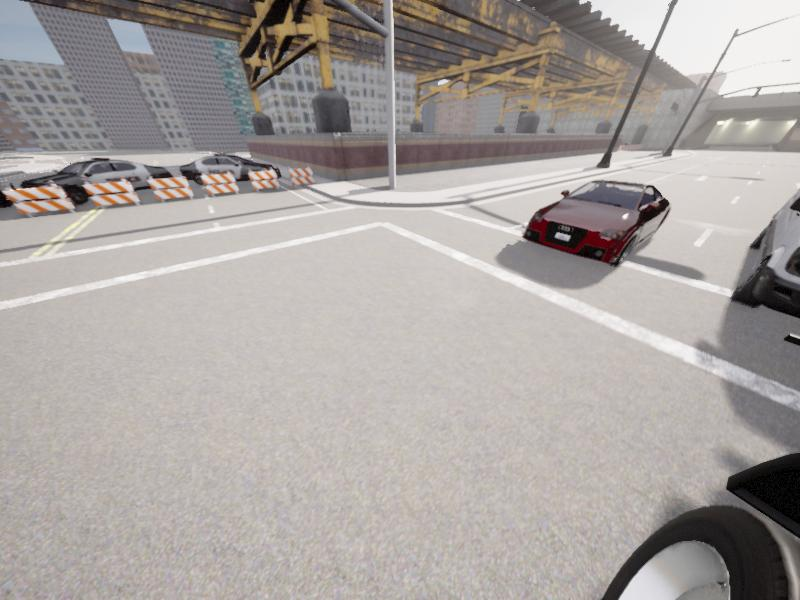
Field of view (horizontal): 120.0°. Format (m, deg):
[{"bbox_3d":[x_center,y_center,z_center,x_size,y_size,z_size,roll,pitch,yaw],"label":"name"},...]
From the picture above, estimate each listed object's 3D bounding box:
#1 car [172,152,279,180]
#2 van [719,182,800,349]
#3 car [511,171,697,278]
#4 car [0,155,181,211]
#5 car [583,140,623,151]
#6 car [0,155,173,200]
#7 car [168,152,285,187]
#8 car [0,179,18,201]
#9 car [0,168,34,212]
[{"bbox_3d":[-10.003,-7.948,13.639,4.536,1.218,1.853,-5,35,-6],"label":"car"},{"bbox_3d":[7.727,-1.292,3.463,5.915,2.561,1.988,-23,41,-29],"label":"van"},{"bbox_3d":[5.062,-2.174,5.757,4.181,1.385,1.994,-23,41,-29],"label":"car"},{"bbox_3d":[-13.828,-5.621,10.647,2.038,1.542,4.974,10,36,14],"label":"car"},{"bbox_3d":[37.298,-28.486,42.593,4.974,1.542,2.038,4,35,6],"label":"car"},{"bbox_3d":[-13.814,-5.778,10.597,1.853,1.218,4.536,10,36,14],"label":"car"},{"bbox_3d":[-9.951,-7.824,13.736,4.974,1.542,2.038,-5,35,-6],"label":"car"},{"bbox_3d":[-17.602,-4.170,8.352,4.536,1.218,1.853,4,35,6],"label":"car"},{"bbox_3d":[-17.549,-4.038,8.438,4.974,1.542,2.038,4,35,6],"label":"car"}]
